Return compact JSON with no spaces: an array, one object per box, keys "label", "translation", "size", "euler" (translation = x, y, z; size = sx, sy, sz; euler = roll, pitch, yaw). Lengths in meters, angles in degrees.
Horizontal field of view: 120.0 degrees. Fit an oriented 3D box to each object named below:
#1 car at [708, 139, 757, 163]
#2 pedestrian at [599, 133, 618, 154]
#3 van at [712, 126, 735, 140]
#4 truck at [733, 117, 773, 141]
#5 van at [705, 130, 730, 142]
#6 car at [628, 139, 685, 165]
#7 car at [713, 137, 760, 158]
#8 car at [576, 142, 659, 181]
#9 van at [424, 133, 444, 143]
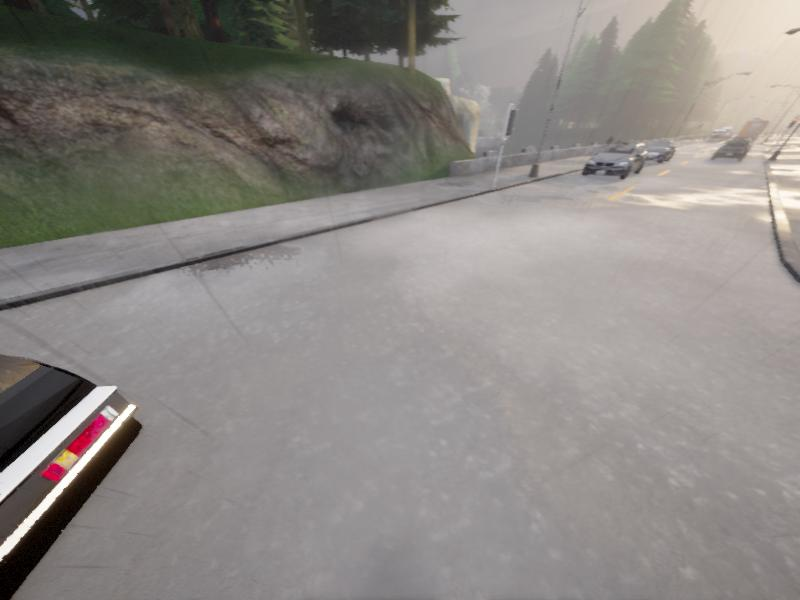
[{"label":"car","translation":[28.419,-12.804,19.740],"size":[4.193,1.474,1.816],"euler":[-26,42,-30]},{"label":"pedestrian","translation":[23.526,-17.639,26.060],"size":[0.751,1.860,0.751],"euler":[-23,41,-28]},{"label":"van","translation":[77.461,-39.873,55.221],"size":[5.915,2.561,1.988],"euler":[-26,42,-30]},{"label":"truck","translation":[74.159,-35.796,48.552],"size":[8.468,3.827,2.891],"euler":[-26,42,-30]},{"label":"van","translation":[65.084,-33.684,47.392],"size":[4.480,2.038,2.069],"euler":[-26,42,-30]},{"label":"car","translation":[21.684,-12.608,19.518],"size":[4.856,1.649,2.033],"euler":[-25,42,-30]},{"label":"car","translation":[33.561,-15.302,23.038],"size":[4.974,1.542,2.038],"euler":[-26,42,-30]},{"label":"car","translation":[13.229,-8.559,14.059],"size":[4.611,1.667,2.242],"euler":[-26,42,-30]},{"label":"van","translation":[10.581,-50.636,72.134],"size":[6.366,2.431,2.351],"euler":[-26,42,-30]}]
